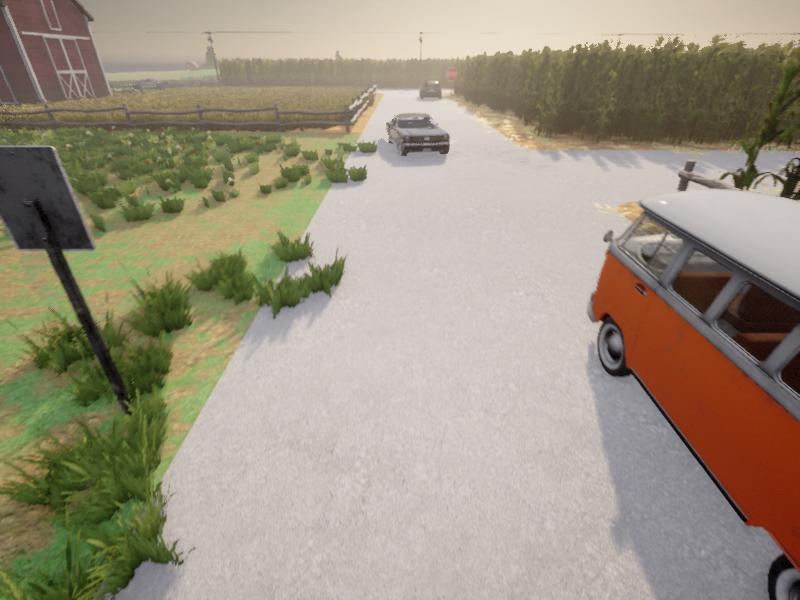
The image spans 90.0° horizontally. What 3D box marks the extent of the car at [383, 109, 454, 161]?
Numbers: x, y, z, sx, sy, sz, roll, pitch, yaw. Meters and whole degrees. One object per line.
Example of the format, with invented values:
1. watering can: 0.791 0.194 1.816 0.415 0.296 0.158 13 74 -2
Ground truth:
1. car: 0.600 -6.919 16.510 1.895 1.301 4.718 -5 31 -9

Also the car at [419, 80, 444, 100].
1. car: 3.219 -22.283 42.357 2.242 1.667 4.611 0 30 0

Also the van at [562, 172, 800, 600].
1. van: 3.136 0.524 3.126 1.775 1.987 4.442 0 30 0
